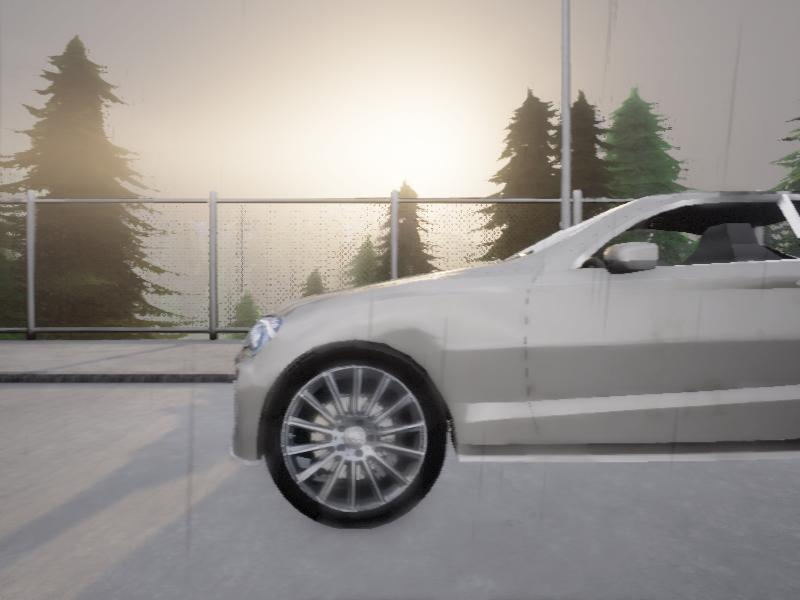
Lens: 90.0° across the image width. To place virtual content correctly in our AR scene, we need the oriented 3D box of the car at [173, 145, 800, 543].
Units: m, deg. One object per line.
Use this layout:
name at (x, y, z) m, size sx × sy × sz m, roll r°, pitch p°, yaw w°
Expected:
car at (1.573, 0.180, 2.737) m, size 5.027 × 1.651 × 2.152 m, roll 0°, pitch 0°, yaw 0°
